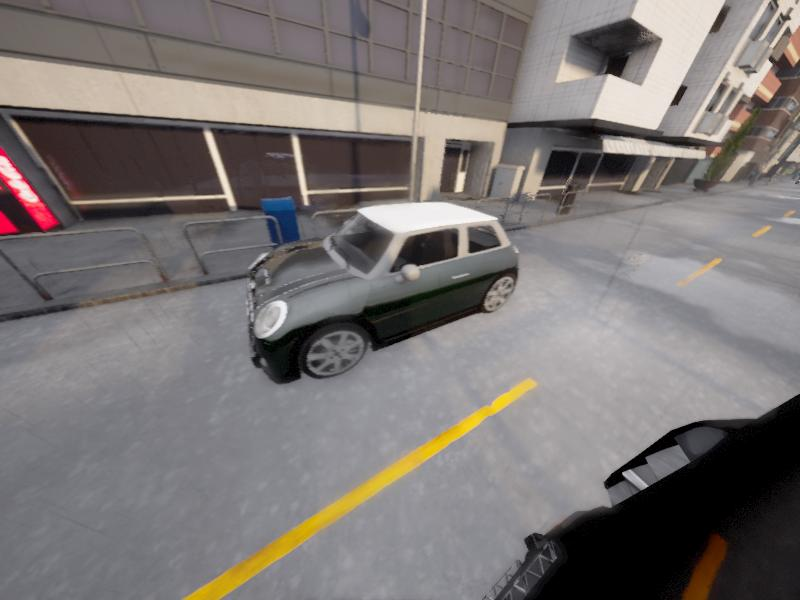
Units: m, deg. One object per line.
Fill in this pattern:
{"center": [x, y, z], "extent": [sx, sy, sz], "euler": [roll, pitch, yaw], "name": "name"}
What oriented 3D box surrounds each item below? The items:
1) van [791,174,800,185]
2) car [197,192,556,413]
{"center": [58.381, -17.446, 32.716], "extent": [4.480, 2.038, 2.069], "euler": [-16, 38, -26], "name": "van"}
{"center": [-0.100, -0.497, 3.328], "extent": [3.806, 1.475, 1.970], "euler": [-16, 38, -26], "name": "car"}
